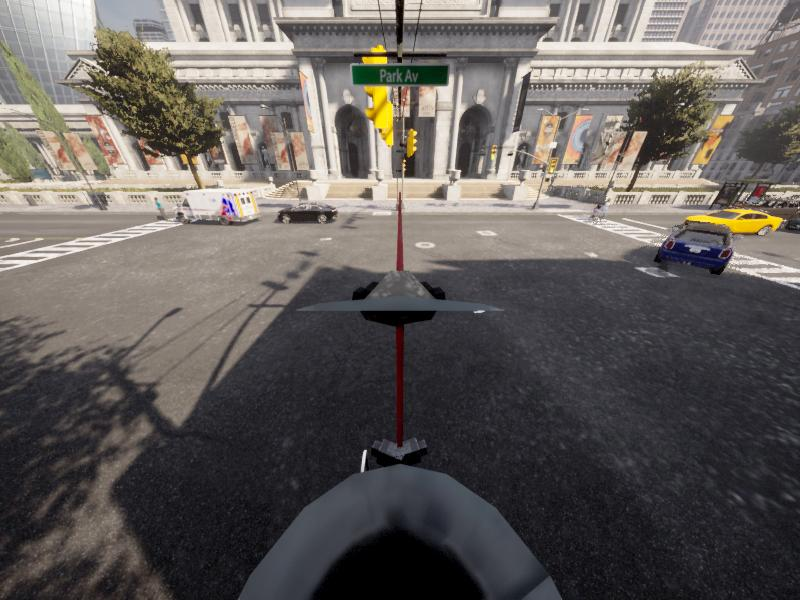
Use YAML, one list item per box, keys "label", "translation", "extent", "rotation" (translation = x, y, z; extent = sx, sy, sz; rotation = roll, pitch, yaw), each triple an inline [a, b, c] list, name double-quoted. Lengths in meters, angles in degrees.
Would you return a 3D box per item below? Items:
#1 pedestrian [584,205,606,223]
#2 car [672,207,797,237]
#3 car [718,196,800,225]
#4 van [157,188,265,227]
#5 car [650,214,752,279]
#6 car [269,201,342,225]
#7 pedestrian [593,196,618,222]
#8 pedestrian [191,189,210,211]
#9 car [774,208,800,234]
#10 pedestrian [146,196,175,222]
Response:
- label: "pedestrian"
  translation: [15.817, -6.985, 18.755]
  extent: [0.751, 1.300, 0.751]
  rotation: [1, 30, 2]
- label: "car"
  translation: [22.460, -5.345, 15.725]
  extent: [5.008, 1.535, 1.882]
  rotation: [0, 30, 0]
- label: "car"
  translation: [29.711, -7.214, 18.616]
  extent: [4.605, 1.855, 1.932]
  rotation: [0, 30, 1]
- label: "van"
  translation: [-14.794, -7.440, 18.464]
  extent: [6.366, 2.431, 2.351]
  rotation: [4, 30, 7]
- label: "car"
  translation: [14.283, -2.766, 11.001]
  extent: [4.553, 1.767, 2.097]
  rotation: [-21, 37, -32]
- label: "car"
  translation: [-7.556, -7.179, 18.929]
  extent: [4.902, 1.511, 2.128]
  rotation: [0, 30, 0]
- label: "pedestrian"
  translation: [16.882, -7.468, 19.032]
  extent: [0.751, 1.860, 0.751]
  rotation: [5, 30, 9]
- label: "pedestrian"
  translation: [-19.849, -9.946, 23.020]
  extent: [0.751, 1.860, 0.751]
  rotation: [-12, 32, -20]
- label: "car"
  translation: [29.707, -5.313, 15.678]
  extent: [4.514, 1.525, 2.007]
  rotation: [0, 30, 0]
- label: "pedestrian"
  translation: [-19.744, -7.498, 19.083]
  extent: [0.751, 1.860, 0.751]
  rotation: [0, 30, 0]
